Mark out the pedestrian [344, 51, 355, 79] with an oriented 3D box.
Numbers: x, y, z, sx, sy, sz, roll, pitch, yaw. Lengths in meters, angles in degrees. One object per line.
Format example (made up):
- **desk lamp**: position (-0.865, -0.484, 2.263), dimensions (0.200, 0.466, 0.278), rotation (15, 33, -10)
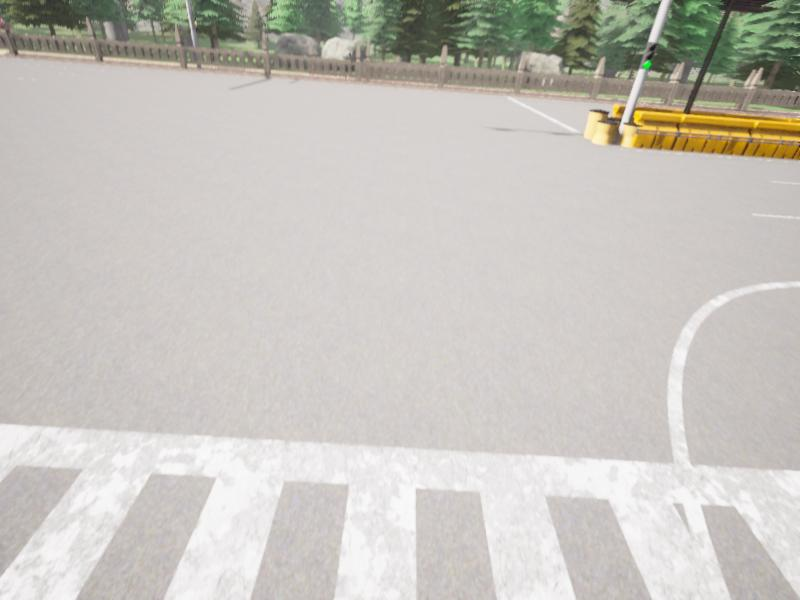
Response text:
- **pedestrian**: position (-3.997, -18.677, 31.841), dimensions (0.751, 1.860, 0.751), rotation (4, 33, 0)
